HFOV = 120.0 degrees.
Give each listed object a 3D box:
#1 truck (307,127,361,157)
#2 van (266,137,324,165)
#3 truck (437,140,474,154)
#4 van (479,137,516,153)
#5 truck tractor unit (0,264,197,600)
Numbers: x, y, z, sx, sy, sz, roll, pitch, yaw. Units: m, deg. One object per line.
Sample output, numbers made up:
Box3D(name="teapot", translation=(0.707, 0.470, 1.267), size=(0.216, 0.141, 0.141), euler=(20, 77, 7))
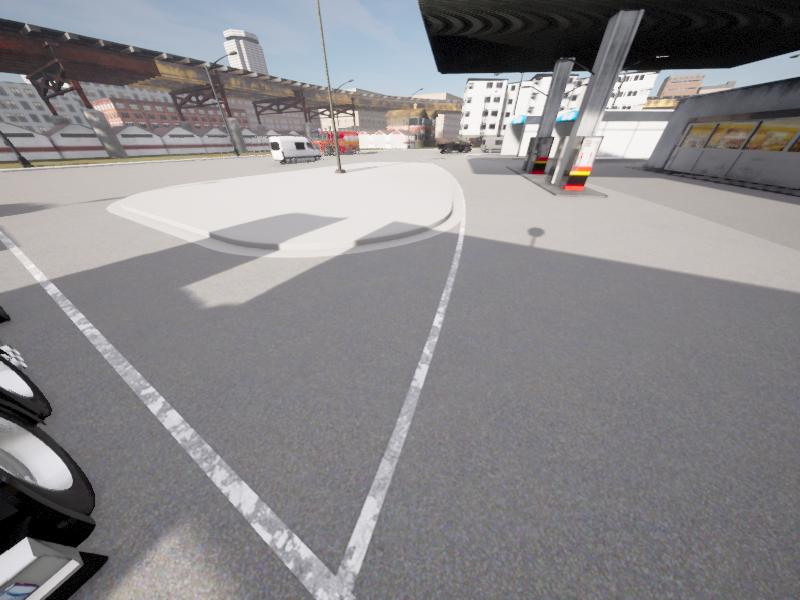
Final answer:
Box3D(name="truck", translation=(-10.898, -26.966, 39.444), size=(2.891, 3.827, 8.468), euler=(24, 42, 31))
Box3D(name="van", translation=(-12.164, -17.784, 27.396), size=(1.988, 2.561, 5.915), euler=(18, 39, 25))
Box3D(name="truck", translation=(10.166, -28.216, 42.591), size=(6.274, 2.098, 2.390), euler=(-15, 38, -21))
Box3D(name="van", translation=(18.584, -29.624, 44.166), size=(5.915, 2.561, 1.988), euler=(-5, 35, -7))
Box3D(name="truck tractor unit", translation=(-5.109, -0.302, 0.779), size=(6.516, 4.208, 3.053), euler=(18, 39, 24))
